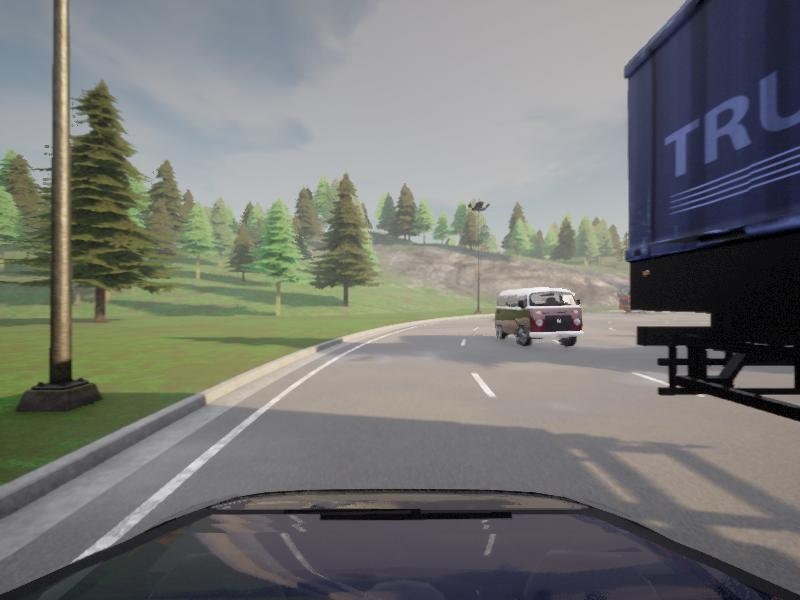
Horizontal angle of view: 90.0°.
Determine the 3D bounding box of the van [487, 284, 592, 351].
[{"bbox_3d":[4.855,0.581,14.732,2.069,2.038,4.480,-1,-1,-3],"label":"van"}]
